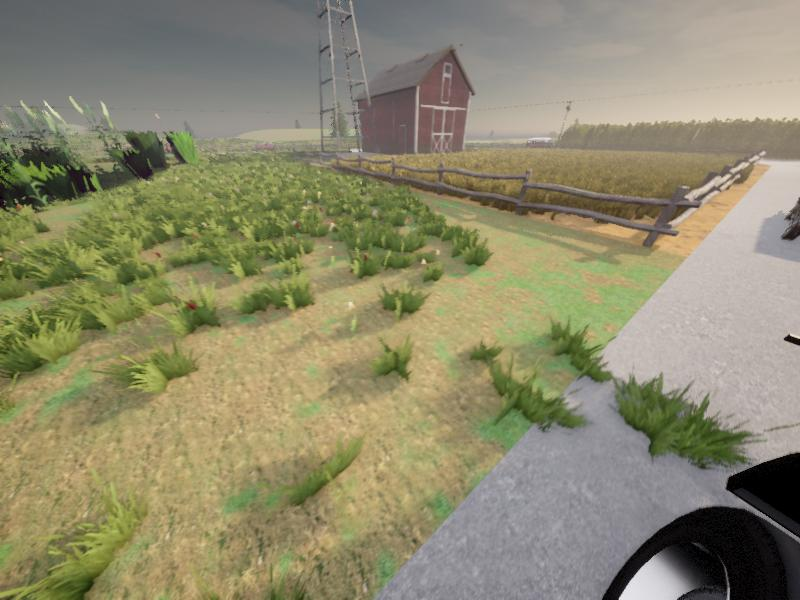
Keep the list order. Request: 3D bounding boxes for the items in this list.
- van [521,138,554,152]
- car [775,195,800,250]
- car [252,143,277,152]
[{"bbox_3d":[25.448,-28.905,42.907,2.069,2.038,4.480,-22,41,-28],"label":"van"},{"bbox_3d":[11.862,-2.258,5.887,4.718,1.301,1.895,-22,41,-28],"label":"car"},{"bbox_3d":[-26.353,-29.688,44.921,3.806,1.475,1.970,-18,39,-24],"label":"car"}]
